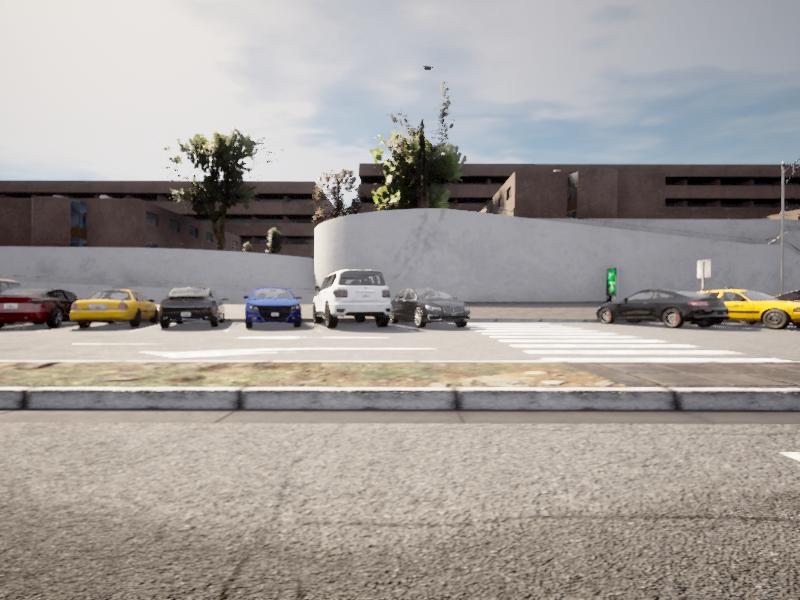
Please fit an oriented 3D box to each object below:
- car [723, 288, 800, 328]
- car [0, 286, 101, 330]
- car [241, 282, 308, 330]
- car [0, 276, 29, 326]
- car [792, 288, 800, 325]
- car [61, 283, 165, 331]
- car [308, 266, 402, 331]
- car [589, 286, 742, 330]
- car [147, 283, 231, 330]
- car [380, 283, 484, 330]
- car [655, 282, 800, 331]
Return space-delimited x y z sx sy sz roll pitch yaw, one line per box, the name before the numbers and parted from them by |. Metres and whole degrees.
car | 15.877 0.296 15.496 2.163 1.488 4.792 0 -1 -20
car | -13.944 0.293 15.742 2.163 1.488 4.792 0 -1 -20
car | -4.982 0.241 15.648 2.097 1.535 5.008 0 -1 -20
car | -16.873 0.045 15.635 1.878 1.987 4.442 0 -1 -19
car | 18.937 0.272 15.271 1.946 1.575 5.366 1 -1 -20
car | -11.013 0.254 15.866 1.946 1.575 5.366 0 -1 -20
car | -2.018 -0.014 15.647 2.435 2.045 5.566 0 -1 -20
car | 9.924 0.287 15.515 2.002 1.452 4.674 0 -1 -20
car | -7.967 0.248 15.660 2.231 1.521 4.892 0 -1 -20
car | 0.984 0.238 15.603 2.231 1.521 4.892 1 -1 -20
car | 12.971 0.249 15.321 1.946 1.575 5.366 1 -1 -20
